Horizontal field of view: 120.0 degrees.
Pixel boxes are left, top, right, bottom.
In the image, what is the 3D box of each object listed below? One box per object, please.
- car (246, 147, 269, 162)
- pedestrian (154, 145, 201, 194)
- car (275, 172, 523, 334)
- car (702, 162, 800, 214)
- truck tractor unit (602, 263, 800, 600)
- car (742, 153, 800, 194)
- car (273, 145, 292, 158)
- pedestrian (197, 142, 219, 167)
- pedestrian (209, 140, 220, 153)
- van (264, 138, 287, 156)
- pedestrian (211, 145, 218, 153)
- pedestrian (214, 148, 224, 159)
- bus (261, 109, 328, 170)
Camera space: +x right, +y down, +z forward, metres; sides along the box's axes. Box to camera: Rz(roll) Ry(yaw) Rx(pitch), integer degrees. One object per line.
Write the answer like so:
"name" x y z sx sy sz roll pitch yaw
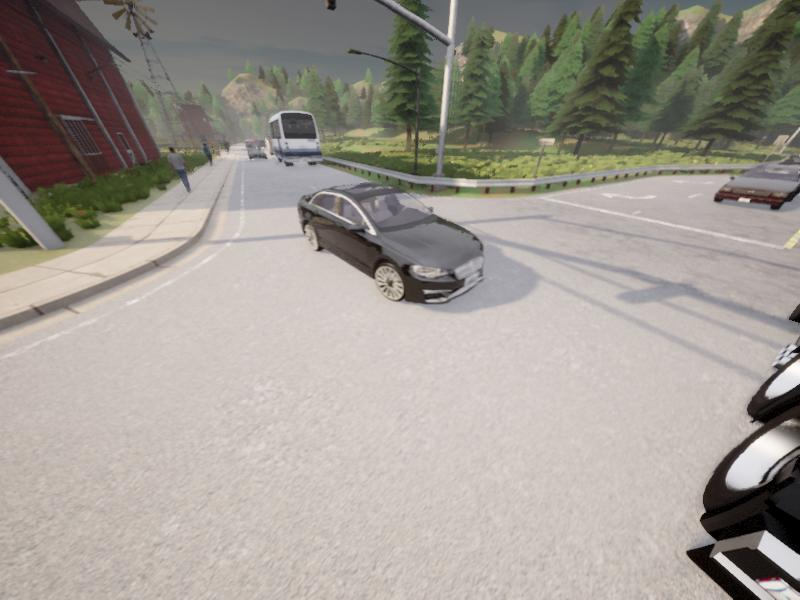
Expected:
"car" -18.269 -18.665 29.499 1.994 1.385 4.181 -18 39 -24
"pedestrian" -10.125 -5.985 10.621 0.751 1.860 0.751 -14 37 -20
"car" -0.509 -1.574 4.954 2.128 1.511 4.902 -27 43 -34
"car" 16.144 -5.087 10.159 5.357 1.411 2.033 -18 39 -24
"truck tractor unit" 5.106 -0.307 0.781 6.516 4.208 3.053 -18 39 -24
"car" 22.306 -7.210 12.999 4.611 1.667 2.242 -18 39 -24
"car" -17.572 -22.176 34.400 1.845 1.501 3.633 -17 39 -24
"pedestrian" -17.241 -13.131 20.829 0.751 1.860 0.751 -11 36 -16
"pedestrian" -31.815 -26.312 39.649 0.751 1.860 0.751 -25 42 -32
"van" -21.642 -26.753 40.156 2.351 2.431 6.366 -18 39 -24
"pedestrian" -32.264 -26.241 40.209 0.500 1.100 0.500 26 42 32
"pedestrian" -22.742 -18.406 29.027 0.500 1.100 0.500 -24 42 -31
"bus" -11.255 -16.622 24.091 3.944 4.253 10.273 -18 39 -24
